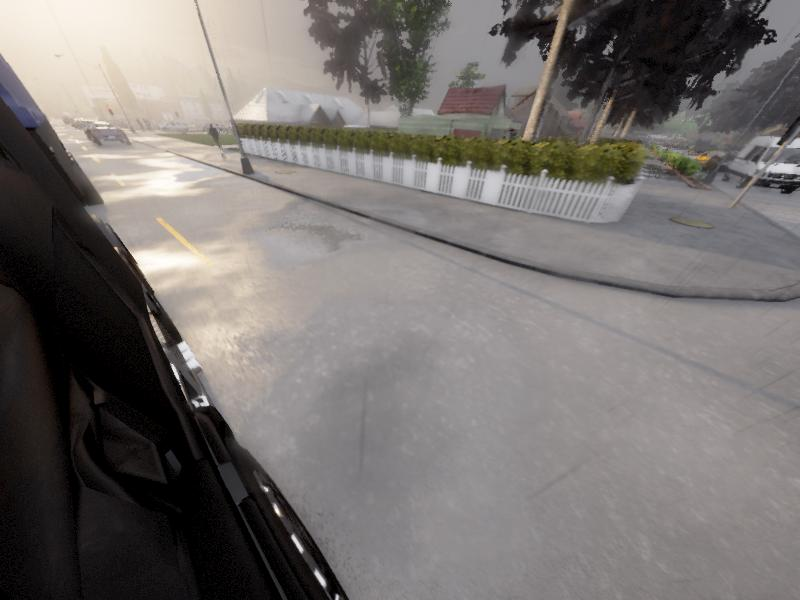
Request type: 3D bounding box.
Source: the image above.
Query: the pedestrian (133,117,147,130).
[{"bbox_3d":[-46.912,-31.818,41.693,0.751,1.860,0.751,6,37,5],"label":"pedestrian"}]

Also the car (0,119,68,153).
[{"bbox_3d":[-25.461,-11.382,15.975,4.611,1.667,2.242,28,44,30],"label":"car"}]

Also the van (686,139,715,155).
[{"bbox_3d":[62.163,-31.831,47.883,1.988,2.561,5.915,28,44,30],"label":"van"}]

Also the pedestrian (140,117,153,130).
[{"bbox_3d":[-46.565,-32.319,42.386,0.751,1.860,0.751,25,42,27],"label":"pedestrian"}]

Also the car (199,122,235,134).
[{"bbox_3d":[-35.565,-33.460,45.013,2.033,1.649,4.856,28,44,30],"label":"car"}]

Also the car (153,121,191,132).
[{"bbox_3d":[-42.518,-32.377,43.229,2.007,1.525,4.514,28,43,30],"label":"car"}]

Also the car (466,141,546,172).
[{"bbox_3d":[6.956,-9.696,15.467,4.181,1.381,1.994,28,44,30],"label":"car"}]

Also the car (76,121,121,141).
[{"bbox_3d":[-31.773,-17.804,24.325,4.974,1.542,2.038,28,44,30],"label":"car"}]

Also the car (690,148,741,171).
[{"bbox_3d":[31.654,-14.296,23.380,1.801,1.575,5.366,28,44,30],"label":"car"}]

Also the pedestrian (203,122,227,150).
[{"bbox_3d":[-15.136,-13.424,18.959,0.751,1.860,0.751,28,44,30],"label":"pedestrian"}]

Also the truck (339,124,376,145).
[{"bbox_3d":[-5.646,-22.230,31.078,2.069,2.038,4.478,28,44,30],"label":"truck"}]

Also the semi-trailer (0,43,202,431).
[{"bbox_3d":[-8.696,-3.599,4.241,14.254,4.402,2.717,28,44,30],"label":"semi-trailer"}]

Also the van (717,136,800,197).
[{"bbox_3d":[22.133,-8.156,13.782,1.988,2.561,5.915,28,44,30],"label":"van"}]

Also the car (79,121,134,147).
[{"bbox_3d":[-26.338,-14.951,20.750,5.027,1.651,2.152,28,44,30],"label":"car"}]

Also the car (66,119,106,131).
[{"bbox_3d":[-52.773,-29.486,38.869,4.181,1.385,1.994,10,38,9],"label":"car"}]

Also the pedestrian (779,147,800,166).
[{"bbox_3d":[48.075,-17.557,28.286,0.751,1.860,0.751,-29,47,-35],"label":"pedestrian"}]

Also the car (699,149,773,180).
[{"bbox_3d":[27.044,-11.157,18.858,2.152,1.651,5.027,28,44,30],"label":"car"}]

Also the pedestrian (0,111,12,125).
[{"bbox_3d":[-69.318,-31.785,40.335,0.751,1.860,0.751,24,42,26],"label":"pedestrian"}]

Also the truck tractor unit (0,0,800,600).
[{"bbox_3d":[-2.645,-0.295,0.352,6.516,4.208,3.053,28,44,30],"label":"truck tractor unit"}]
